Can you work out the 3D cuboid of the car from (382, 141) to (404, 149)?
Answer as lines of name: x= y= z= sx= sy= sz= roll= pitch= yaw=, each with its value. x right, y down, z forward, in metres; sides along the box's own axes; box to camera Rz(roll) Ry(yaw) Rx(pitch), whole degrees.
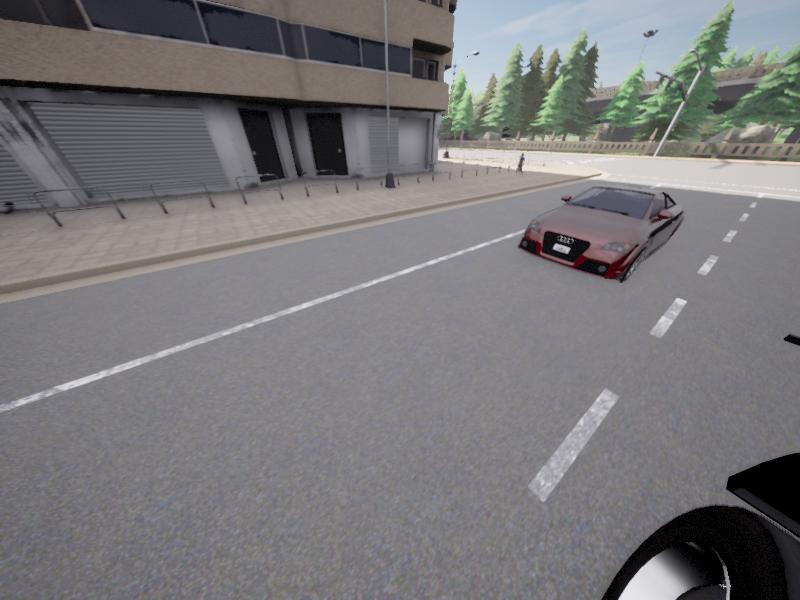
car: x=-1.589 y=-35.001 z=52.165 sx=4.892 sy=1.490 sz=1.837 roll=19 pitch=39 yaw=25

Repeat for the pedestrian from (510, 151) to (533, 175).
pedestrian: x=8.054 y=-9.080 z=15.298 sx=0.751 sy=1.300 sz=0.751 roll=-22 pitch=40 yaw=-27

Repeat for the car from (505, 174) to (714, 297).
car: x=4.706 y=-1.792 z=5.227 sx=4.181 sy=1.385 sz=1.994 roll=-22 pitch=41 yaw=-28

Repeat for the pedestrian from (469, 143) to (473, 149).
pedestrian: x=13.971 y=-30.335 z=45.471 sx=0.500 sy=1.100 sz=0.500 roll=-20 pitch=40 yaw=-26
